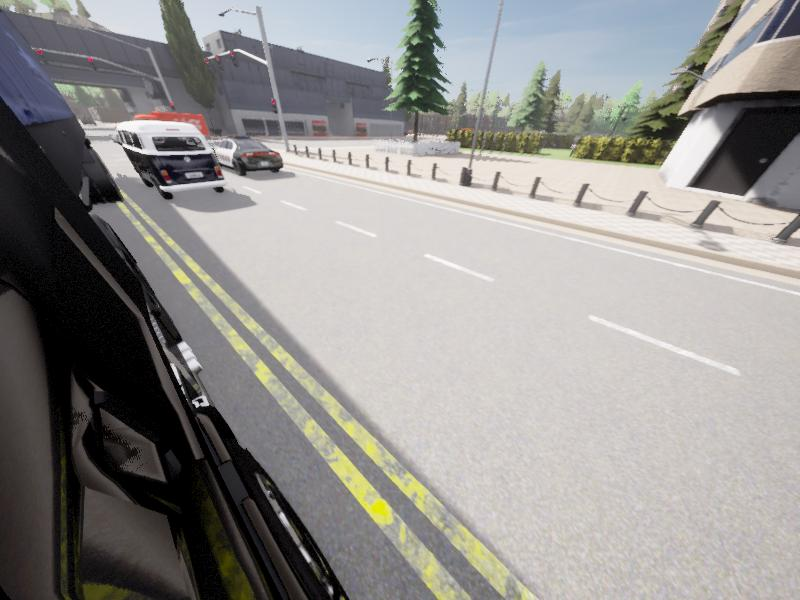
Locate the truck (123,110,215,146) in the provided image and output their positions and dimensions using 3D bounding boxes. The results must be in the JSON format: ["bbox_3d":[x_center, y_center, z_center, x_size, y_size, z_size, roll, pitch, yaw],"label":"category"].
[{"bbox_3d":[-21.600,-16.260,21.956,2.627,2.467,5.204,28,43,29],"label":"truck"}]

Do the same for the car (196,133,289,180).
[{"bbox_3d":[-8.217,-7.596,11.999,4.974,1.542,2.038,28,44,30],"label":"car"}]

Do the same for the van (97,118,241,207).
[{"bbox_3d":[-8.009,-4.952,8.058,4.480,2.038,2.069,28,44,30],"label":"van"}]

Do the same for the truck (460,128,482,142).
[{"bbox_3d":[17.040,-39.675,55.596,2.627,2.467,5.204,28,44,30],"label":"truck"}]

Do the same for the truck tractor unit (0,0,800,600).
[{"bbox_3d":[-2.645,-0.295,0.351,6.516,4.208,3.053,28,44,30],"label":"truck tractor unit"}]

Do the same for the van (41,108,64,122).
[{"bbox_3d":[-86.432,-45.917,57.436,5.915,2.561,1.988,28,44,29],"label":"van"}]

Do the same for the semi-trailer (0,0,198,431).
[{"bbox_3d":[-8.471,-3.753,4.437,14.254,4.402,2.717,31,46,32],"label":"semi-trailer"}]

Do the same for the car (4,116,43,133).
[{"bbox_3d":[-45.517,-21.327,28.039,4.892,1.490,1.837,28,44,30],"label":"car"}]
